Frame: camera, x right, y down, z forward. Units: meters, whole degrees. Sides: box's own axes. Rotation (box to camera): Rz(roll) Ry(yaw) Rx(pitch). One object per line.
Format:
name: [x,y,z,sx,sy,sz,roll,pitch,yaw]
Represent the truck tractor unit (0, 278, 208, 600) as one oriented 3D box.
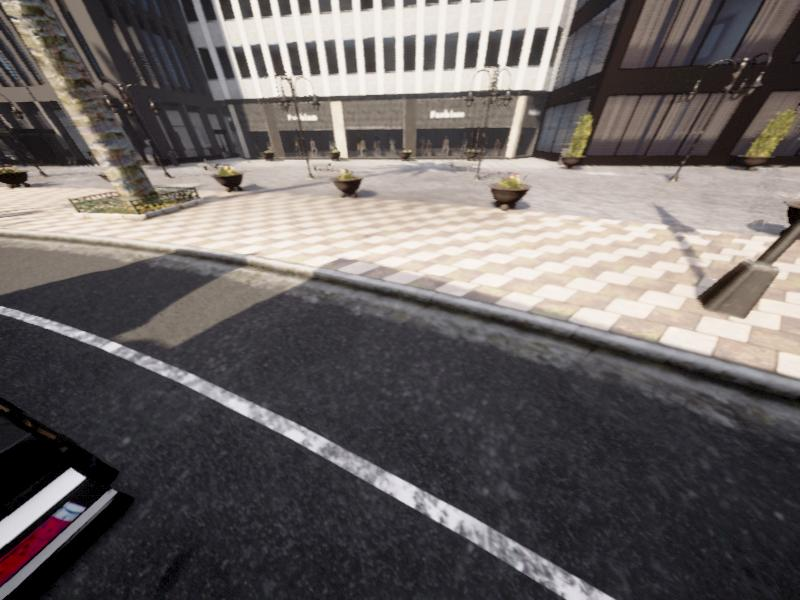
truck tractor unit: [-5.270,-0.097,0.508,6.516,4.208,3.053,11,37,16]
